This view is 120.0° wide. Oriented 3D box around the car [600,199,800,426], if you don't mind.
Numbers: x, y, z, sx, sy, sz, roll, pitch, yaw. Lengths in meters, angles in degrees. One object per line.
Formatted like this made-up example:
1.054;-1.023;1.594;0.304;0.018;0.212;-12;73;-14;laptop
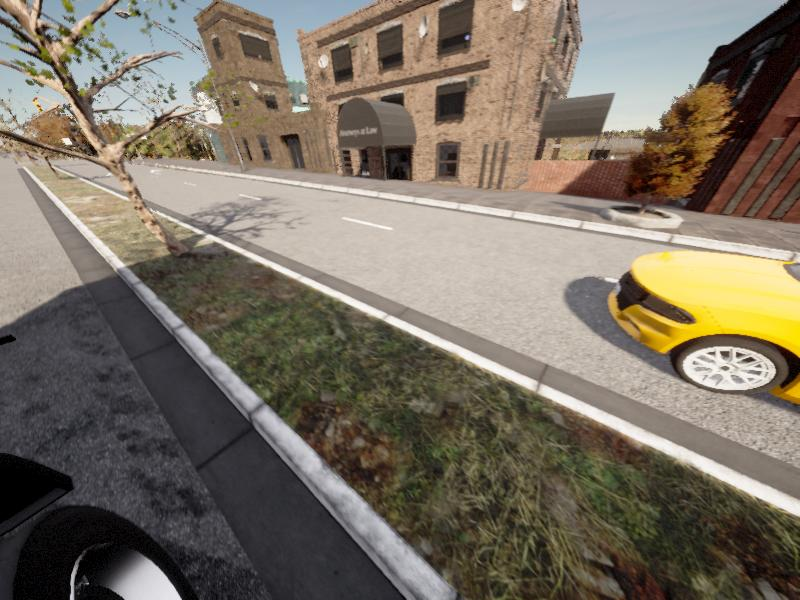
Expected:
5.150;0.459;1.954;5.008;1.535;1.882;22;41;28;car
